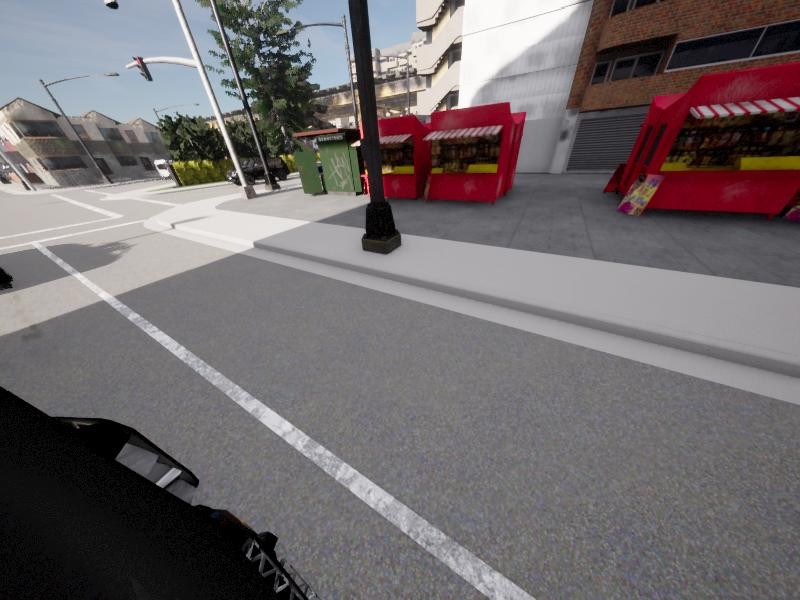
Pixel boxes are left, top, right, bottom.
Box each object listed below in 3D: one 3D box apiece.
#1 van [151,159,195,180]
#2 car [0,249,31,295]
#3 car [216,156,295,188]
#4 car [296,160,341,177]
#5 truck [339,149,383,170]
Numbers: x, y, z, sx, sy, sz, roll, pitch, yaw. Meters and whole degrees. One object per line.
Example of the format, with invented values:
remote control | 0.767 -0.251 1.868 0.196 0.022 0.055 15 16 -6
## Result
van | -36.212 -21.073 37.164 1.988 2.561 5.915 -11 34 -11
car | -10.763 -0.954 4.946 4.792 1.488 2.163 15 38 26
car | -13.021 -11.963 21.368 2.150 2.045 5.566 15 38 27
car | -9.321 -15.288 26.768 1.895 1.301 4.718 15 38 27
truck | -5.279 -19.617 32.246 2.390 2.098 6.274 15 38 27
